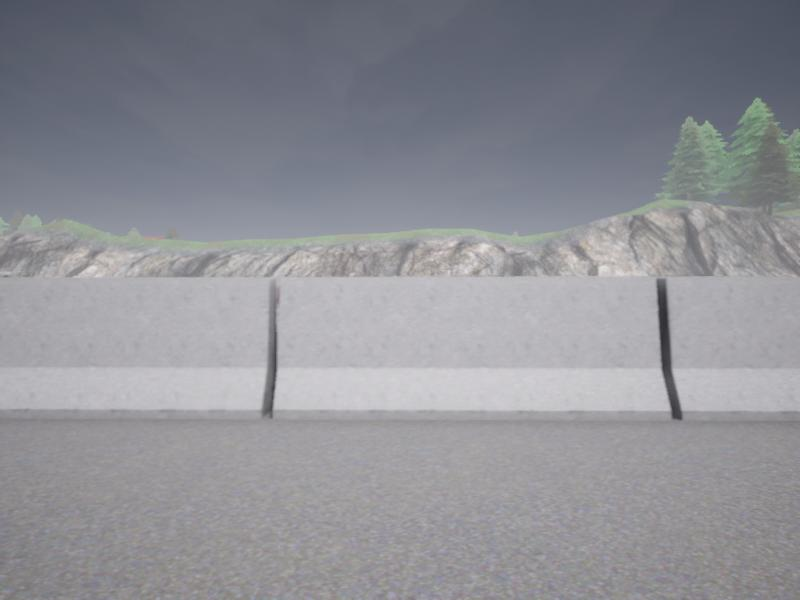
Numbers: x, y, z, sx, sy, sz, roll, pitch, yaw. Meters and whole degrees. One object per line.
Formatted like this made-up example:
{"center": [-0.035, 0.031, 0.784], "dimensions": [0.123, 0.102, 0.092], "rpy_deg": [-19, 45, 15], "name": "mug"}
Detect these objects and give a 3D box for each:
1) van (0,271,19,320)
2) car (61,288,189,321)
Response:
{"center": [-23.079, -0.221, 19.699], "dimensions": [6.366, 2.431, 2.351], "rpy_deg": [0, 0, 0], "name": "van"}
{"center": [-13.415, 0.224, 19.701], "dimensions": [5.008, 1.535, 1.882], "rpy_deg": [0, 0, 0], "name": "car"}
